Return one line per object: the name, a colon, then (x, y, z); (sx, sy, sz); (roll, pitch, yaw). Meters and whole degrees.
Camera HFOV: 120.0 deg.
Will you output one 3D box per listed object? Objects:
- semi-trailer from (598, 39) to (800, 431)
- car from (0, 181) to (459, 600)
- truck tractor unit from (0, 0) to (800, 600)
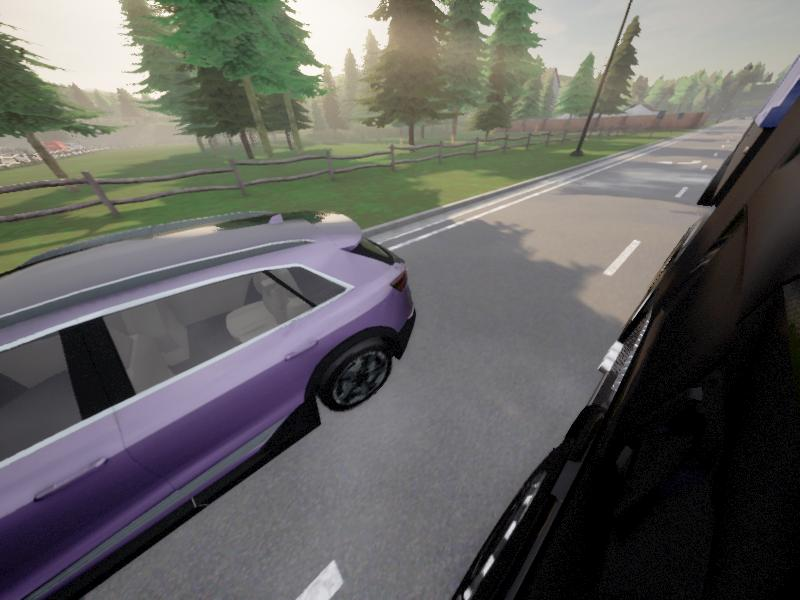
semi-trailer: (8.706, -3.585, 4.242); (14.254, 4.402, 2.717); (-28, 43, -30)
car: (-2.019, 0.508, 1.721); (4.856, 1.649, 2.033); (-28, 44, -30)
truck tractor unit: (2.645, -0.295, 0.352); (6.516, 4.208, 3.053); (-28, 44, -30)
